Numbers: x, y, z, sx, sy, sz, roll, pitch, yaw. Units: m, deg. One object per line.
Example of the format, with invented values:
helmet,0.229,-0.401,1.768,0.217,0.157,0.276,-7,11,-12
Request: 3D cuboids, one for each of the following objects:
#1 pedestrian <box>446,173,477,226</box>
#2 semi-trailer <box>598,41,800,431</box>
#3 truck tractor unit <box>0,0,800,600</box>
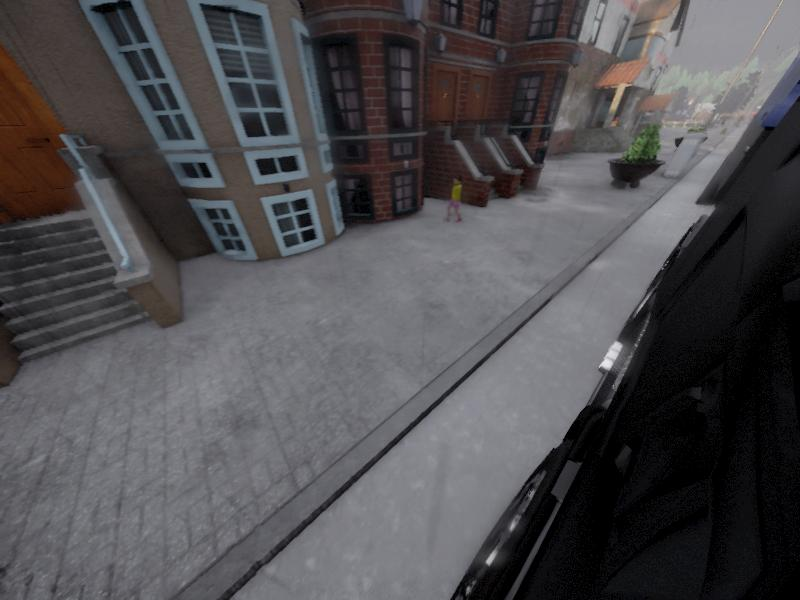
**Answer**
pedestrian,1.500,-2.499,5.770,0.500,1.100,0.500,-3,37,-1
semi-trailer,8.698,-3.589,4.251,14.254,4.402,2.717,-28,44,-30
truck tractor unit,2.645,-0.295,0.351,6.516,4.208,3.053,-28,44,-30
